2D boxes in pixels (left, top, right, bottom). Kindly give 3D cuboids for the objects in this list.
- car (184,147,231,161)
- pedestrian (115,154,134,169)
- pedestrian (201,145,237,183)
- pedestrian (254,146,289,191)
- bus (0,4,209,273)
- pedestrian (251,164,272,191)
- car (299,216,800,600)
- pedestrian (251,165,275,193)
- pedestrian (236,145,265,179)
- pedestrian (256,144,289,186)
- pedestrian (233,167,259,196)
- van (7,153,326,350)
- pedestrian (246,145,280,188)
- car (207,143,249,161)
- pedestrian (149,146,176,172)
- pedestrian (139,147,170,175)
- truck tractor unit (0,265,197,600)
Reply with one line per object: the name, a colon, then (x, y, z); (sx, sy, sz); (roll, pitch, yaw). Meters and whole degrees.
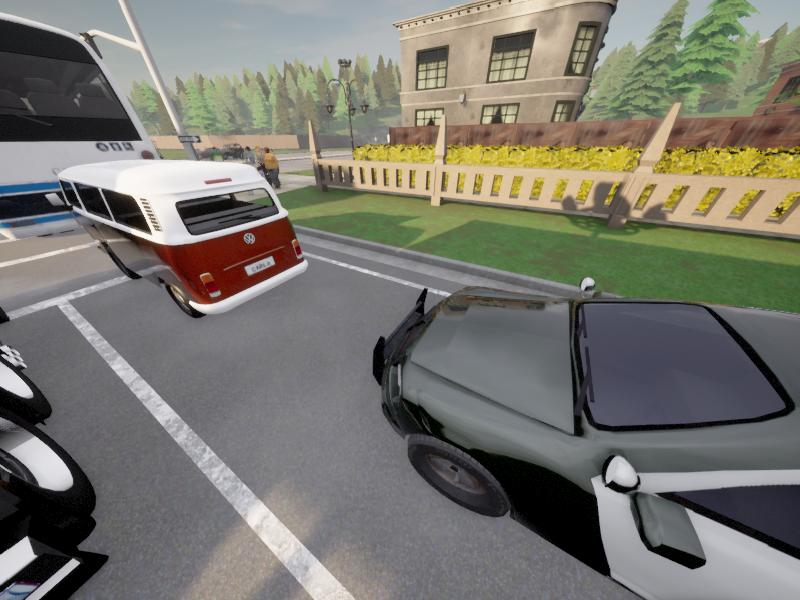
car: (-27.334, -20.947, 32.995); (1.812, 1.442, 4.674); (18, 39, 25)
pedestrian: (-24.276, -12.186, 20.391); (0.500, 1.100, 0.500); (9, 36, 14)
pedestrian: (-10.504, -7.928, 13.464); (0.751, 1.860, 0.751); (17, 38, 23)
pedestrian: (-6.332, -6.547, 11.501); (0.751, 1.860, 0.751); (11, 36, 15)
bus: (-11.418, -4.922, 7.425); (10.273, 4.253, 3.944); (23, 41, 30)
pedestrian: (-6.963, -6.163, 11.619); (0.500, 1.100, 0.500); (-29, 44, -35)
car: (2.106, 0.843, 1.430); (4.974, 1.542, 2.038); (18, 39, 24)
pedestrian: (-6.578, -5.813, 11.114); (0.500, 1.100, 0.500); (16, 38, 22)
pedestrian: (-9.609, -8.896, 14.896); (0.751, 1.860, 0.751); (12, 37, 18)
pedestrian: (-6.803, -7.206, 12.375); (0.751, 1.860, 0.751); (14, 37, 19)
pedestrian: (-6.968, -5.379, 10.494); (0.500, 1.100, 0.500); (-5, 35, -7)
van: (-3.918, -1.327, 4.143); (4.480, 2.038, 2.069); (18, 39, 24)
pedestrian: (-7.010, -6.877, 11.918); (0.751, 1.860, 0.751); (-2, 35, -2)
car: (-23.769, -20.661, 32.167); (1.905, 1.878, 3.866); (18, 39, 25)
pedestrian: (-20.563, -12.248, 20.055); (0.751, 1.860, 0.751); (18, 39, 24)
pedestrian: (-19.556, -11.109, 18.413); (0.751, 1.860, 0.751); (13, 37, 18)
truck tractor unit: (-5.112, -0.299, 0.777); (6.516, 4.208, 3.053); (18, 39, 24)
